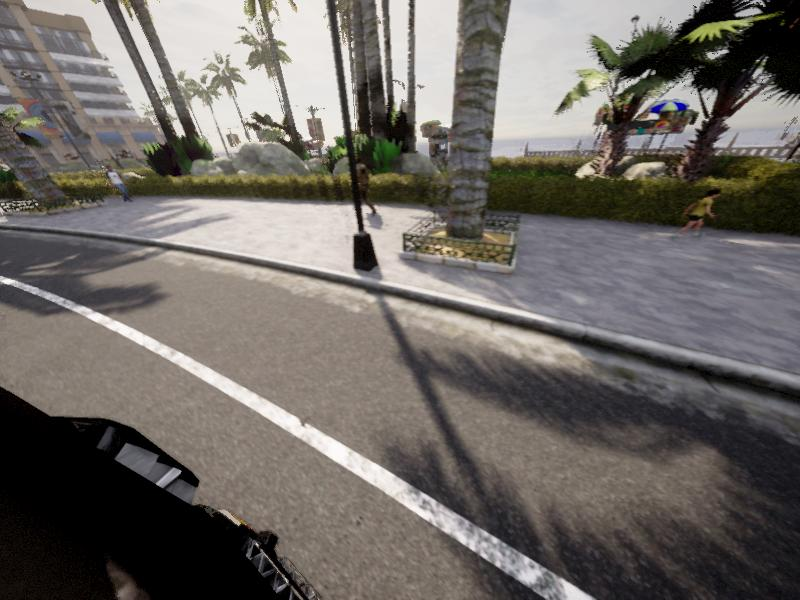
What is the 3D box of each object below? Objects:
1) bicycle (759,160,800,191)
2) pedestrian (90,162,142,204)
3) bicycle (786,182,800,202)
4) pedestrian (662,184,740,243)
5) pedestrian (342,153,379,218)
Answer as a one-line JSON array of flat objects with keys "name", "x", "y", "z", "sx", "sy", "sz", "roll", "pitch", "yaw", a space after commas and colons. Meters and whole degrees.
[{"name": "bicycle", "x": 15.887, "y": -4.893, "z": 9.063, "sx": 1.643, "sy": 1.024, "sz": 0.373, "roll": 24, "pitch": 42, "yaw": 34}, {"name": "pedestrian", "x": -14.752, "y": -6.094, "z": 12.074, "sx": 0.751, "sy": 1.860, "sz": 0.751, "roll": 10, "pitch": 36, "yaw": 18}, {"name": "bicycle", "x": 13.925, "y": -3.564, "z": 7.196, "sx": 1.643, "sy": 1.024, "sz": 0.373, "roll": 24, "pitch": 42, "yaw": 34}, {"name": "pedestrian", "x": 6.453, "y": -1.881, "z": 5.029, "sx": 0.500, "sy": 1.100, "sz": 0.500, "roll": 14, "pitch": 37, "yaw": 23}, {"name": "pedestrian", "x": -1.271, "y": -3.821, "z": 7.767, "sx": 0.751, "sy": 1.860, "sz": 0.751, "roll": 10, "pitch": 36, "yaw": 18}]
